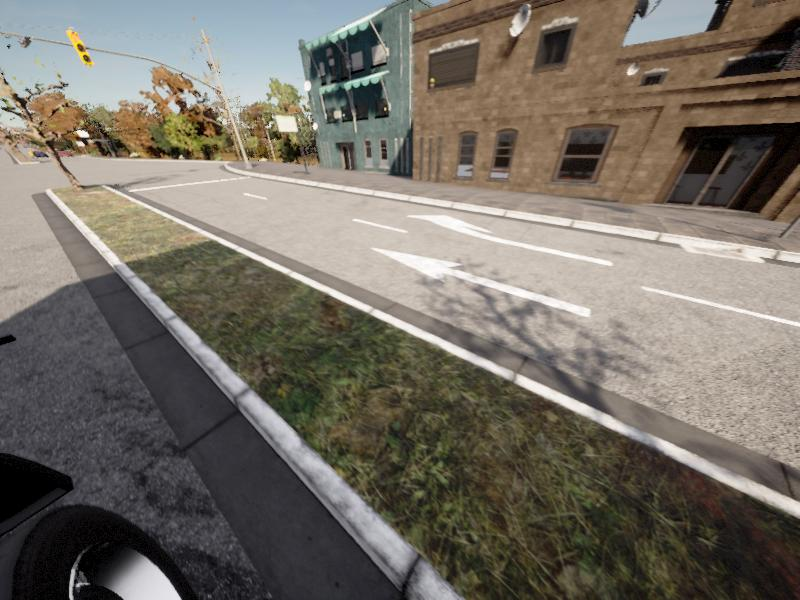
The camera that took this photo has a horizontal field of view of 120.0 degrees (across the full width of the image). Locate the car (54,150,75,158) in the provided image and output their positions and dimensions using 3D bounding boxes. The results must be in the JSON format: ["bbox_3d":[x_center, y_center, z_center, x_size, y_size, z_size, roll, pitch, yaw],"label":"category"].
[{"bbox_3d":[-75.243,-32.725,51.780,4.181,1.385,1.994,21,40,29],"label":"car"}]

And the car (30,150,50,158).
[{"bbox_3d":[-83.738,-33.924,53.723,4.193,1.474,1.816,21,40,29],"label":"car"}]
